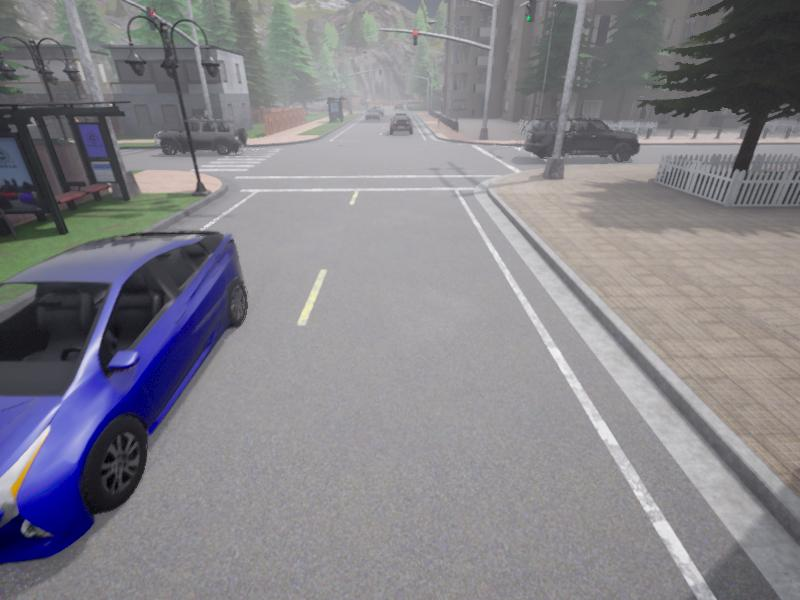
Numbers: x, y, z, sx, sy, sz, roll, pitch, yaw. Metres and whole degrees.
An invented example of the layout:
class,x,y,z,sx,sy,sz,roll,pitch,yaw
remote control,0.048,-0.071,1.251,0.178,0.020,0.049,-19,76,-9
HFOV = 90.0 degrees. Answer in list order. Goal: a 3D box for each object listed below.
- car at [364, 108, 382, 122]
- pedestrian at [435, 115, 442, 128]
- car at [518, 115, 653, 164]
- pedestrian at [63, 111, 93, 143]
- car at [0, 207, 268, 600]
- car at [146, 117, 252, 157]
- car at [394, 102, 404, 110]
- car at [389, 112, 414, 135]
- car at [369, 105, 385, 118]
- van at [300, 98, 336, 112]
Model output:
class,x,y,z,sx,sy,sz,roll,pitch,yaw
car,-3.529,-24.246,52.279,2.033,1.411,5.357,0,27,0
pedestrian,3.670,-16.916,37.937,0.500,1.100,0.500,7,28,14
car,9.201,-8.193,20.349,5.566,2.045,2.150,-1,27,-2
pedestrian,-21.264,-11.432,26.440,0.751,1.860,0.751,4,27,7
car,-3.199,0.321,4.324,2.007,1.525,4.514,0,27,0
car,-11.002,-9.114,22.283,4.605,1.855,1.932,-1,27,-4
car,-0.275,-43.090,88.875,2.128,1.511,4.902,0,27,0
car,0.090,-15.736,35.561,2.038,1.542,4.974,0,27,0
car,-3.600,-29.900,63.310,2.152,1.651,5.027,0,27,0
van,-15.771,-37.894,77.684,6.366,2.431,2.351,-1,27,-1
